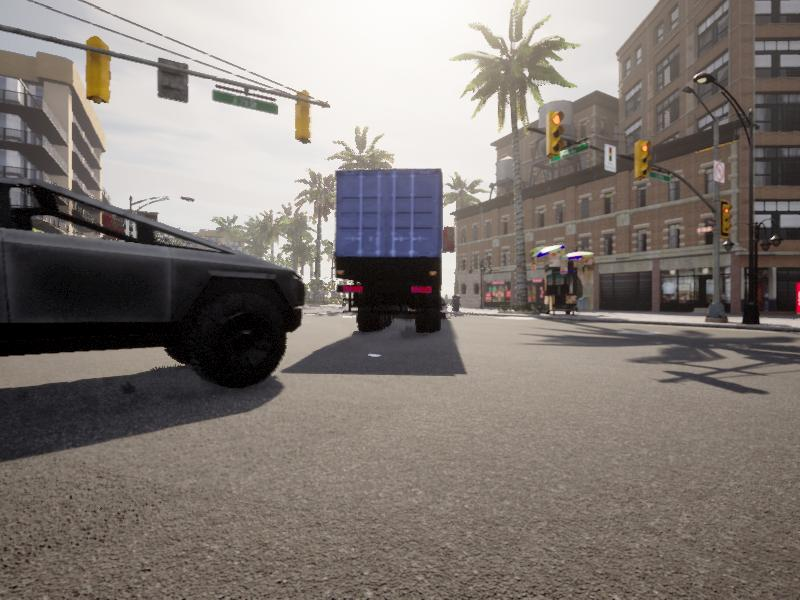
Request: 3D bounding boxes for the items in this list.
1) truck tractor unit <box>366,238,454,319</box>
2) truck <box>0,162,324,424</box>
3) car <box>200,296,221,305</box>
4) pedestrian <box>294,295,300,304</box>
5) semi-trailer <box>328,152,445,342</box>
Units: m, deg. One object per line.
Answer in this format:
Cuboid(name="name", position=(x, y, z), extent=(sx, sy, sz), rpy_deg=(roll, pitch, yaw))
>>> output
Cuboid(name="truck tractor unit", position=(0.324, -1.125, 24.262), extent=(3.053, 4.208, 6.516), rpy_deg=(0, 0, -21))
Cuboid(name="truck", position=(-4.150, -0.058, 3.992), extent=(6.274, 2.098, 2.390), rpy_deg=(0, 0, -38))
Cuboid(name="car", position=(-37.733, 0.151, 79.461), extent=(4.611, 1.667, 2.242), rpy_deg=(0, 0, 43))
Cuboid(name="pedestrian", position=(-19.845, -0.118, 77.006), extent=(0.751, 1.860, 0.751), rpy_deg=(0, 0, -36))
Cuboid(name="semi-trailer", position=(0.403, -1.229, 16.505), extent=(2.717, 4.402, 14.254), rpy_deg=(1, 0, 6))
